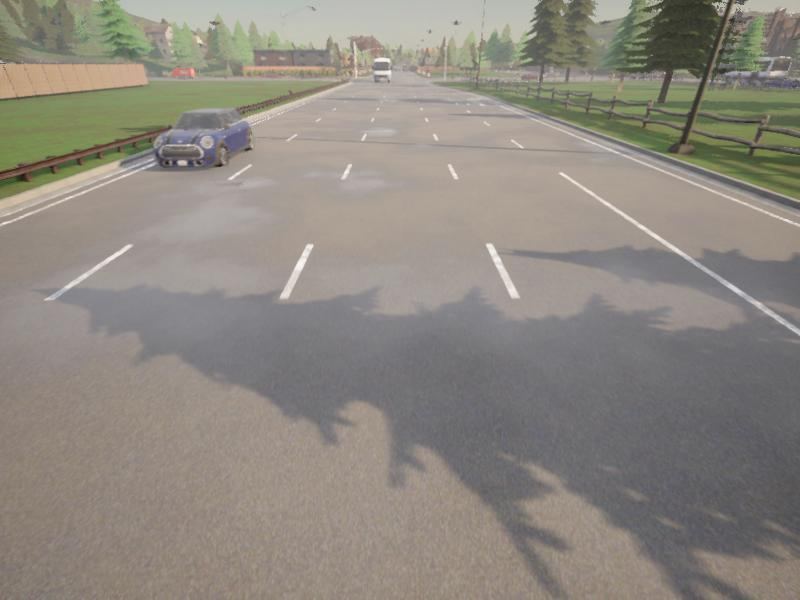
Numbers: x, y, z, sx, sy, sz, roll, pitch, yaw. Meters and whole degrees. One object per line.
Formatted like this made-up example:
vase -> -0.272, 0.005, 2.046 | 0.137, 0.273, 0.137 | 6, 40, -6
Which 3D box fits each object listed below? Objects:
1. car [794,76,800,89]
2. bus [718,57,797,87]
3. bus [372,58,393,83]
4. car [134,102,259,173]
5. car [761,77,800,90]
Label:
car -> 61.146, -31.656, 58.397 | 1.930, 1.638, 5.238 | 0, 30, 0
bus -> 61.060, -39.340, 68.930 | 3.944, 4.253, 10.273 | 0, 30, 0
bus -> -3.446, -47.057, 82.109 | 3.944, 4.253, 10.273 | 0, 30, 0
car -> -7.006, -6.045, 14.530 | 2.097, 1.767, 4.553 | 0, 30, 0
car -> 57.652, -32.734, 60.422 | 2.007, 1.525, 4.514 | 0, 30, 0
